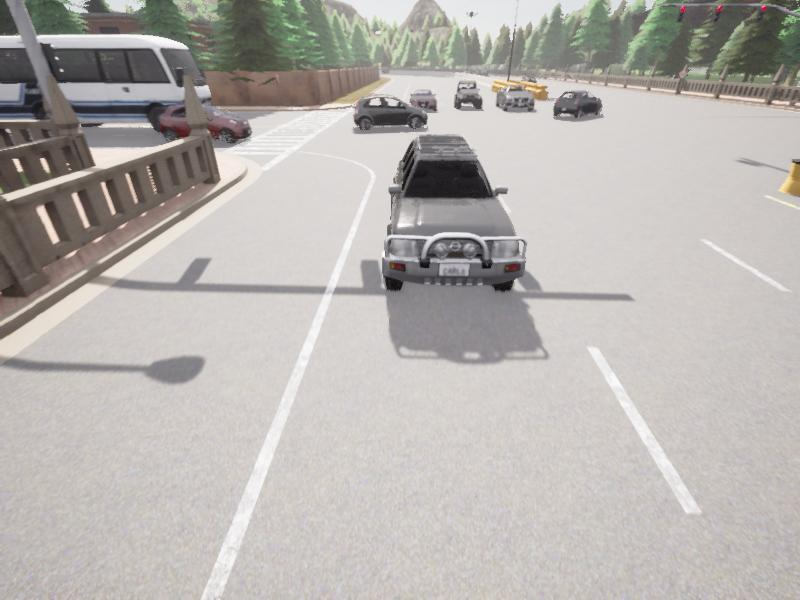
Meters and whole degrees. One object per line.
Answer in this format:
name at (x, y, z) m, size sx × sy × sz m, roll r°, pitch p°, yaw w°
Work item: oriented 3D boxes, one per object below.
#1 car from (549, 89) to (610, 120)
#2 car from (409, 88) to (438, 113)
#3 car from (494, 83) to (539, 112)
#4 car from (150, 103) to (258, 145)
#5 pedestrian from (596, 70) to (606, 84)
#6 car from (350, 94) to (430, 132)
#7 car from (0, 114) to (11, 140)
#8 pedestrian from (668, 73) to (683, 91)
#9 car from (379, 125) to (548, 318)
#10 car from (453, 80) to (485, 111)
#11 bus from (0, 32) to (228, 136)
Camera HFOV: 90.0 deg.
car at (11.671, -12.761, 25.999) m, size 3.633 × 1.501 × 1.845 m, roll -23°, pitch 38°, yaw -34°
car at (1.727, -15.050, 30.096) m, size 1.994 × 1.385 × 4.181 m, roll 1°, pitch 30°, yaw 2°
car at (8.762, -15.555, 30.663) m, size 2.152 × 1.651 × 5.027 m, roll 1°, pitch 31°, yaw 2°
car at (-8.544, -7.829, 17.746) m, size 3.633 × 1.501 × 1.845 m, roll 1°, pitch 30°, yaw 3°
pedestrian at (32.760, -36.335, 65.190) m, size 0.751 × 1.860 × 0.751 m, roll 1°, pitch 31°, yaw 2°
car at (-0.560, -10.041, 21.379) m, size 3.988 × 1.617 × 1.851 m, roll -5°, pitch 31°, yaw -8°
car at (-21.445, -8.065, 18.169) m, size 5.366 × 1.575 × 1.801 m, roll 1°, pitch 31°, yaw 2°
pedestrian at (32.669, -25.848, 47.406) m, size 0.751 × 1.860 × 0.751 m, roll 2°, pitch 31°, yaw 3°
car at (0.768, -1.746, 7.035) m, size 1.932 × 1.855 × 4.605 m, roll 1°, pitch 31°, yaw 1°
car at (5.277, -15.930, 31.054) m, size 1.905 × 1.878 × 3.866 m, roll 1°, pitch 31°, yaw 2°
bus at (-15.107, -10.965, 20.421) m, size 10.273 × 4.253 × 3.944 m, roll 1°, pitch 31°, yaw 2°
